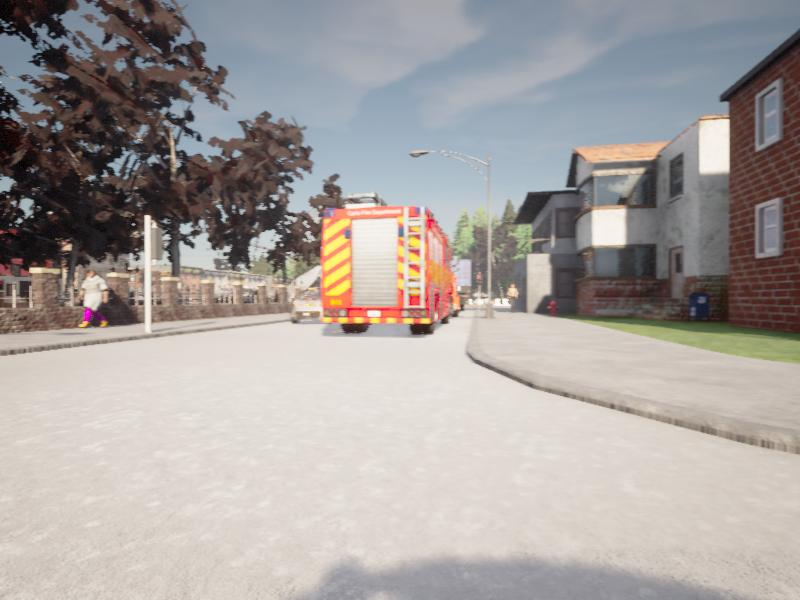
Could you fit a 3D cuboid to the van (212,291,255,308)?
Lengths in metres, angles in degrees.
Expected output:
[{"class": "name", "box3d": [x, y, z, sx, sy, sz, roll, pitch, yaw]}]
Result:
[{"class": "van", "box3d": [-20.566, -0.083, 49.499, 4.480, 2.038, 2.069, 0, 0, 11]}]

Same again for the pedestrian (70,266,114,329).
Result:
[{"class": "pedestrian", "box3d": [-9.423, -0.074, 12.260, 0.751, 1.860, 0.751, 0, 0, 11]}]

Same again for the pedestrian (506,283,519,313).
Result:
[{"class": "pedestrian", "box3d": [6.947, -0.126, 24.704, 0.751, 1.860, 0.751, 0, 0, 11]}]

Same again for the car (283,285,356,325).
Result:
[{"class": "car", "box3d": [-3.258, 0.200, 16.938, 1.845, 1.501, 3.633, 0, 0, 9]}]

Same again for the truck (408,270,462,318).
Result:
[{"class": "truck", "box3d": [2.179, -0.294, 23.255, 2.627, 2.467, 5.204, 0, 0, 11]}]

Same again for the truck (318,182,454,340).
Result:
[{"class": "truck", "box3d": [0.168, -0.949, 14.117, 2.891, 3.827, 8.468, 0, 0, 12]}]

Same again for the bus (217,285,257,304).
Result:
[{"class": "bus", "box3d": [-38.356, -1.240, 94.672, 3.944, 4.253, 10.273, 0, 0, 11]}]

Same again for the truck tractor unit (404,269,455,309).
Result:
[{"class": "truck tractor unit", "box3d": [3.270, -1.212, 46.062, 3.053, 4.208, 6.516, 0, 0, -26]}]

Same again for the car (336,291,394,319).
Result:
[{"class": "car", "box3d": [-1.894, 0.254, 23.509, 2.033, 1.411, 5.357, 0, 0, 10]}]

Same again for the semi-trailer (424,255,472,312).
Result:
[{"class": "semi-trailer", "box3d": [4.178, -1.298, 38.339, 2.717, 4.402, 14.254, 0, 0, -1]}]

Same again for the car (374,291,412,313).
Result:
[{"class": "car", "box3d": [-0.394, 0.145, 30.712, 1.801, 1.575, 5.366, 0, 0, 11]}]
